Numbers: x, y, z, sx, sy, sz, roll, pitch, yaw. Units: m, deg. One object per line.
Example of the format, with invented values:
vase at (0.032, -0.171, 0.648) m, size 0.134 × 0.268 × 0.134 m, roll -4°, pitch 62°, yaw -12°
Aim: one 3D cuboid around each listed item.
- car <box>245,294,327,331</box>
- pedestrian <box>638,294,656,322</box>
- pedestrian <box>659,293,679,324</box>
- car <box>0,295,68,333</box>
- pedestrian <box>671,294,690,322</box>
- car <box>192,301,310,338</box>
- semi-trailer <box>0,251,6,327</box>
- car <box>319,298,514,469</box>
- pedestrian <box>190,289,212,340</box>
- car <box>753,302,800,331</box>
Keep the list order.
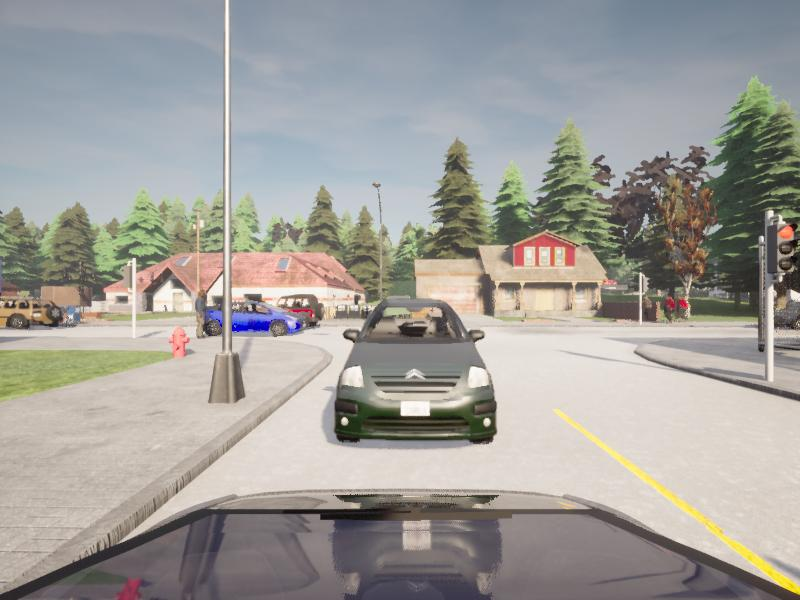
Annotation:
car at (-6.121, 0.642, 21.744) m, size 3.866 × 1.878 × 1.905 m, roll -1°, pitch 0°, yaw 3°
pedestrian at (16.372, 0.533, 26.508) m, size 0.751 × 1.860 × 0.751 m, roll 0°, pitch 0°, yaw 1°
pedestrian at (16.578, 0.533, 24.639) m, size 0.751 × 1.860 × 0.751 m, roll 0°, pitch 0°, yaw 3°
car at (-21.095, 0.715, 21.769) m, size 4.605 × 1.855 × 1.932 m, roll 1°, pitch 1°, yaw 5°
pedestrian at (18.573, 0.533, 26.474) m, size 0.751 × 1.860 × 0.751 m, roll 0°, pitch 0°, yaw 1°
car at (-6.511, 0.829, 17.853) m, size 4.514 × 1.525 × 2.007 m, roll 0°, pitch 0°, yaw 1°
semi-trailer at (-30.430, -0.622, 22.397) m, size 14.254 × 4.402 × 2.717 m, roll 0°, pitch 0°, yaw 1°
car at (0.194, 0.788, 5.795) m, size 1.851 × 1.617 × 3.988 m, roll 0°, pitch 0°, yaw 1°
pedestrian at (-7.594, 0.534, 15.250) m, size 0.751 × 1.860 × 0.751 m, roll 0°, pitch 0°, yaw -28°
car at (21.684, 0.854, 21.237) m, size 4.193 × 1.474 × 1.816 m, roll 0°, pitch 0°, yaw 1°
